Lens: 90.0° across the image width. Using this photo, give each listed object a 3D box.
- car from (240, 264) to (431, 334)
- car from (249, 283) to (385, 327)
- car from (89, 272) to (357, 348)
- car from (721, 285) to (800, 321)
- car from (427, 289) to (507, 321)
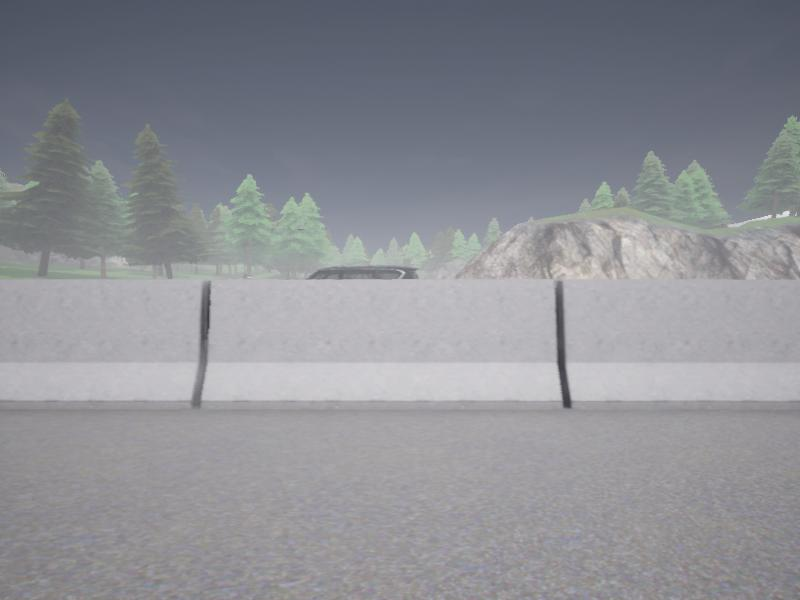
[{"bbox_3d":[-1.875,-0.031,12.700,5.566,2.045,2.150,0,0,0],"label":"car"},{"bbox_3d":[-3.180,0.181,16.200,5.027,1.651,2.152,0,0,0],"label":"car"},{"bbox_3d":[-3.774,0.202,9.201,5.366,1.575,1.801,0,0,0],"label":"car"},{"bbox_3d":[19.022,0.153,19.697,4.611,1.667,2.242,0,0,0],"label":"car"},{"bbox_3d":[3.211,0.225,19.701,3.633,1.501,1.845,0,0,0],"label":"car"}]
